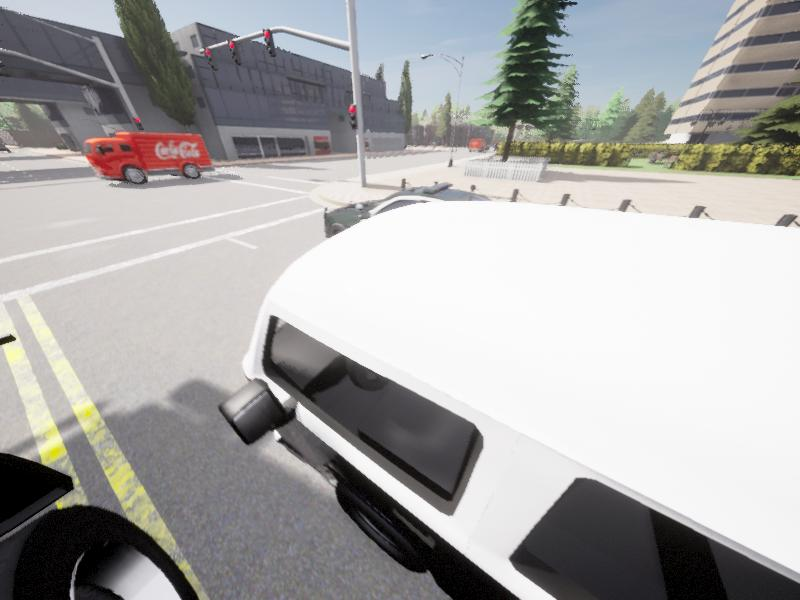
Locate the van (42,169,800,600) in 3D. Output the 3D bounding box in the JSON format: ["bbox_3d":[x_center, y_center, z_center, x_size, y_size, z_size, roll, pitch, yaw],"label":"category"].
[{"bbox_3d":[1.295,0.773,1.101,4.480,2.038,2.069,20,39,25],"label":"van"}]

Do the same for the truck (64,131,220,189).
[{"bbox_3d":[-14.773,-8.492,13.818,2.627,2.467,5.204,19,39,25],"label":"truck"}]

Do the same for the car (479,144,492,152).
[{"bbox_3d":[20.910,-37.390,56.705,1.845,1.501,3.633,20,39,25],"label":"car"}]

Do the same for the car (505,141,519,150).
[{"bbox_3d":[32.122,-44.148,66.139,2.150,2.045,5.566,20,39,25],"label":"car"}]

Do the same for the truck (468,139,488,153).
[{"bbox_3d":[17.516,-34.628,51.861,2.627,2.467,5.204,19,39,25],"label":"truck"}]

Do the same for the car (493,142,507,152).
[{"bbox_3d":[24.071,-36.629,55.358,1.905,1.878,3.866,20,39,25],"label":"car"}]

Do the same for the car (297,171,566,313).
[{"bbox_3d":[0.406,-1.685,5.068,4.974,1.542,2.038,20,39,26],"label":"car"}]

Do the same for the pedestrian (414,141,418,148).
[{"bbox_3d":[4.763,-46.082,68.370,0.751,1.860,0.751,12,36,16],"label":"pedestrian"}]

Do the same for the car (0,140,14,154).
[{"bbox_3d":[-61.892,-23.554,35.528,3.988,1.617,1.851,21,40,27],"label":"car"}]
